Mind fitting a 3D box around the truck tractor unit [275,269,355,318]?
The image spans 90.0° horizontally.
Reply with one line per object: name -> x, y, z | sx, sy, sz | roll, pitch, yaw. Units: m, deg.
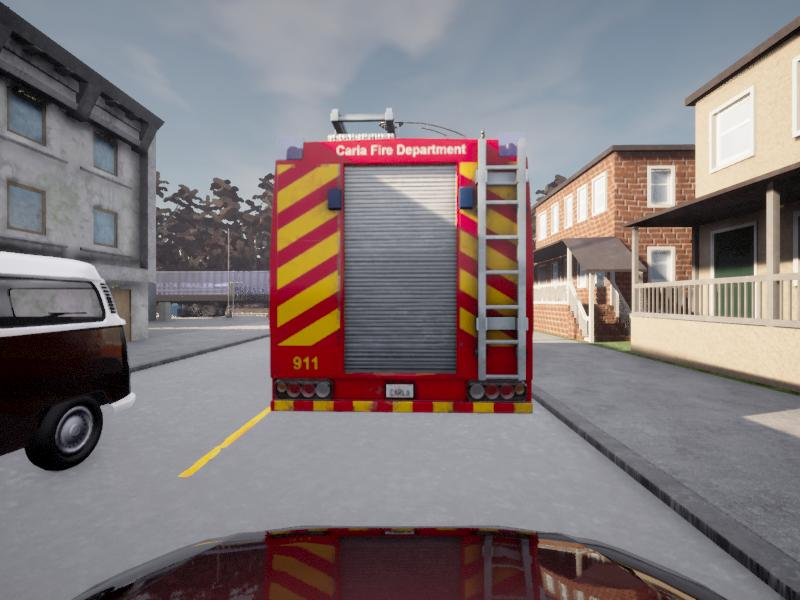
truck tractor unit -> -7.536, -0.522, 36.256 | 6.516, 4.208, 3.053 | 0, 0, 1

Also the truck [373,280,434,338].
truck -> 0.290, 0.366, 19.719 | 2.627, 2.467, 5.204 | 0, 1, 3

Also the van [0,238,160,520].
van -> -3.935, 0.572, 2.540 | 2.069, 2.038, 4.480 | 0, 0, 1

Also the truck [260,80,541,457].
truck -> 0.147, -0.320, 8.346 | 2.891, 3.827, 8.468 | 0, 0, 2

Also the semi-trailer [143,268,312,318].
semi-trailer -> -15.448, -0.618, 36.433 | 14.254, 4.402, 2.717 | 0, 0, 1
